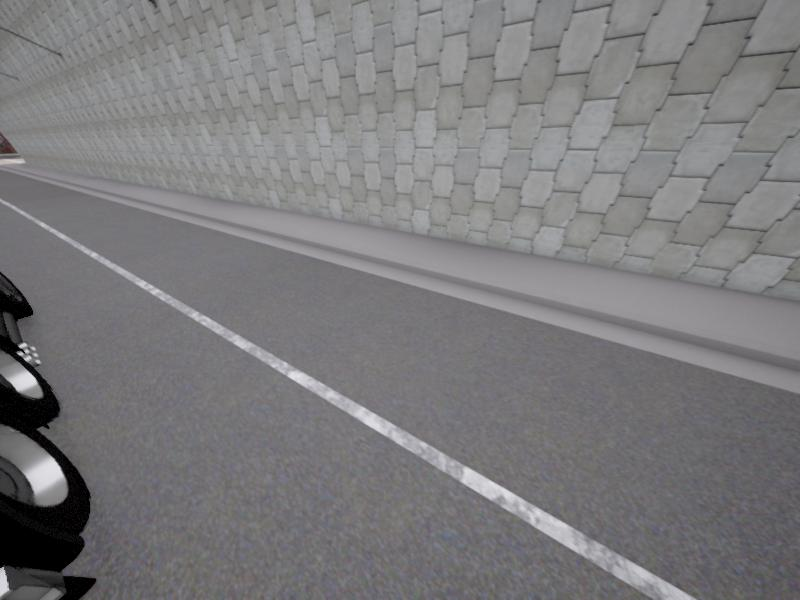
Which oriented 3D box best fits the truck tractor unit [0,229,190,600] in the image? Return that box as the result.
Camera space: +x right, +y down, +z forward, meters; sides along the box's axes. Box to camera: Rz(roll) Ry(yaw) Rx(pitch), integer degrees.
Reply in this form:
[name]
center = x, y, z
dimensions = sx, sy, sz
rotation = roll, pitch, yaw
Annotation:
[truck tractor unit]
center = -5.049, -0.359, 0.858
dimensions = 6.516, 4.208, 3.053
rotation = 21, 40, 27
